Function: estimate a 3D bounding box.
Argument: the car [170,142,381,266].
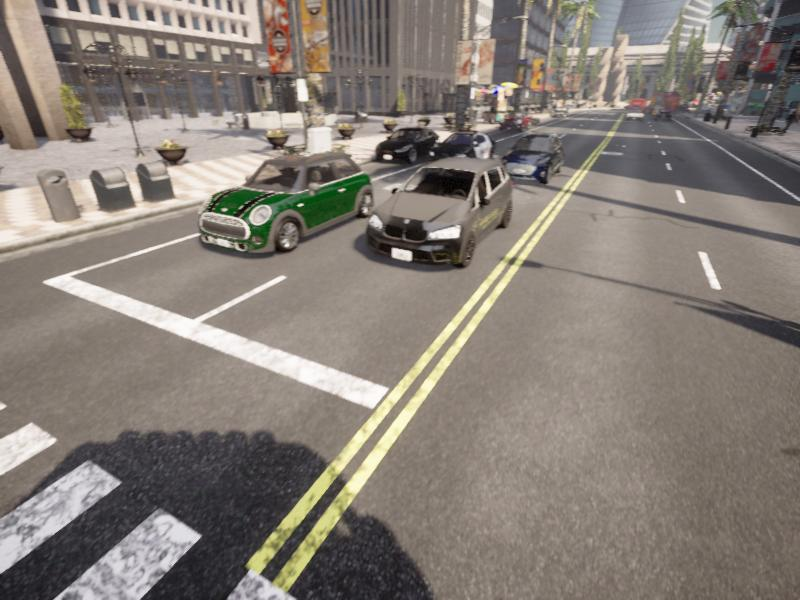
[{"bbox_3d":[-2.529,-2.587,9.608,2.097,1.767,4.553,14,30,25],"label":"car"}]

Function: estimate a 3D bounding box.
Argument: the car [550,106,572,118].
[{"bbox_3d":[24.586,-28.757,61.135,2.231,1.521,4.892,14,30,24],"label":"car"}]

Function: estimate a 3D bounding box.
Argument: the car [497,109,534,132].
[{"bbox_3d":[10.971,-17.042,37.891,2.185,1.767,4.553,14,30,24],"label":"car"}]

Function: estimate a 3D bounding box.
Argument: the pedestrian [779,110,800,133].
[{"bbox_3d":[35.109,-16.082,36.036,0.751,1.860,0.751,16,31,27],"label":"pedestrian"}]

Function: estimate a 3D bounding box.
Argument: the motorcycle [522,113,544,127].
[{"bbox_3d":[14.510,-19.719,43.767,2.356,1.277,0.764,-16,32,-29],"label":"motorcycle"}]

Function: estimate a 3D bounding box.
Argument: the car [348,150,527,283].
[{"bbox_3d":[1.112,-2.222,9.106,2.242,1.667,4.611,14,30,24],"label":"car"}]

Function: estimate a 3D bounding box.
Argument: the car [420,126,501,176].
[{"bbox_3d":[2.959,-7.123,18.781,2.038,1.542,4.974,14,31,25],"label":"car"}]

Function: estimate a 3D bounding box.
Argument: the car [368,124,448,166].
[{"bbox_3d":[0.525,-8.128,20.751,2.163,1.488,4.792,14,30,24],"label":"car"}]

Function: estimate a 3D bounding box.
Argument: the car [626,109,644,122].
[{"bbox_3d":[32.404,-25.469,55.164,1.895,1.301,4.718,14,30,24],"label":"car"}]

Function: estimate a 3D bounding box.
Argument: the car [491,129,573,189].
[{"bbox_3d":[5.537,-5.950,16.463,2.033,1.649,4.856,14,30,25],"label":"car"}]

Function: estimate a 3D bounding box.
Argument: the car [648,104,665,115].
[{"bbox_3d":[47.724,-35.519,74.414,2.097,1.767,4.553,16,31,27],"label":"car"}]

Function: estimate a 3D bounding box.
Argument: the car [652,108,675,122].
[{"bbox_3d":[36.675,-25.778,55.696,2.128,1.511,4.902,14,30,24],"label":"car"}]
